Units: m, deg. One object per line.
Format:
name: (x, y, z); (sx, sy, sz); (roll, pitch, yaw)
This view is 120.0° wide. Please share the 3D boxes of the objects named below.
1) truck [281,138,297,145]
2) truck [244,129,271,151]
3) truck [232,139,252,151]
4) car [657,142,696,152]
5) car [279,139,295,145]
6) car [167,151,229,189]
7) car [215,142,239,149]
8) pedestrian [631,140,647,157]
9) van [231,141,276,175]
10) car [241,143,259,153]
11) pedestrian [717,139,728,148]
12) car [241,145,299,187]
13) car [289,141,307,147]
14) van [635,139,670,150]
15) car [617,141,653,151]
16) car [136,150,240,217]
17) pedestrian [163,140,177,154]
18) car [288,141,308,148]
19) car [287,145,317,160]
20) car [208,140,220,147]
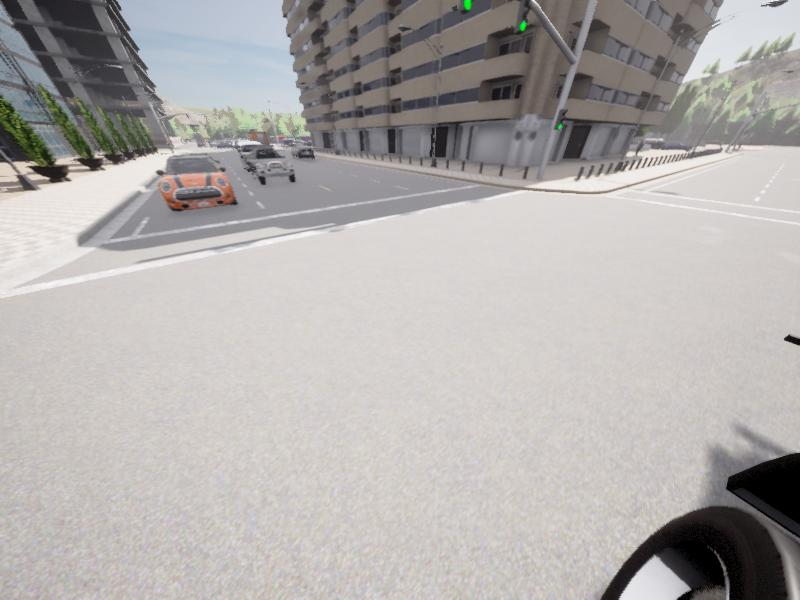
truck: (-39.715, -56.509, 82.492); (4.478, 2.038, 2.069); (-22, 41, -28)
truck: (-31.979, -35.964, 51.862); (2.891, 3.827, 8.468); (-23, 41, -29)
truck: (-34.354, -33.703, 50.153); (2.390, 2.098, 6.274); (-23, 41, -29)
car: (55.993, -31.093, 46.876); (1.812, 1.442, 4.674); (-21, 40, -27)
car: (-41.432, -57.771, 84.457); (4.605, 1.855, 1.932); (-22, 41, -28)
car: (-12.267, -8.158, 14.237); (2.128, 1.511, 4.902); (-22, 40, -28)
car: (-44.192, -39.446, 59.019); (4.674, 1.442, 1.812); (-22, 41, -28)
pedestrian: (31.573, -20.029, 30.509); (0.751, 1.860, 0.751); (-29, 44, -34)
van: (-11.970, -11.668, 18.774); (2.069, 2.038, 4.480); (-22, 40, -28)
car: (-28.044, -28.342, 42.993); (1.882, 1.535, 5.008); (-22, 40, -28)
pedestrian: (77.306, -37.618, 55.446); (0.751, 1.860, 0.751); (-26, 43, -32)
car: (-8.113, -8.395, 14.245); (1.932, 1.855, 4.605); (-22, 40, -28)
car: (-32.129, -49.301, 72.943); (4.611, 1.667, 2.242); (-22, 41, -28)
van: (56.185, -34.737, 51.543); (2.069, 2.038, 4.480); (-22, 41, -28)
car: (52.139, -34.381, 51.412); (2.152, 1.651, 5.027); (-22, 41, -28)
car: (-8.330, -4.986, 9.465); (2.097, 1.767, 4.553); (-21, 40, -27)
pedestrian: (-36.690, -24.435, 36.864); (0.751, 1.860, 0.751); (-18, 39, -24)
car: (-29.677, -45.398, 67.332); (4.974, 1.542, 2.038); (-22, 41, -28)
car: (-12.729, -19.146, 29.910); (2.163, 1.488, 4.792); (-22, 40, -28)
car: (-59.382, -50.035, 73.748); (2.242, 1.667, 4.611); (-22, 41, -28)
